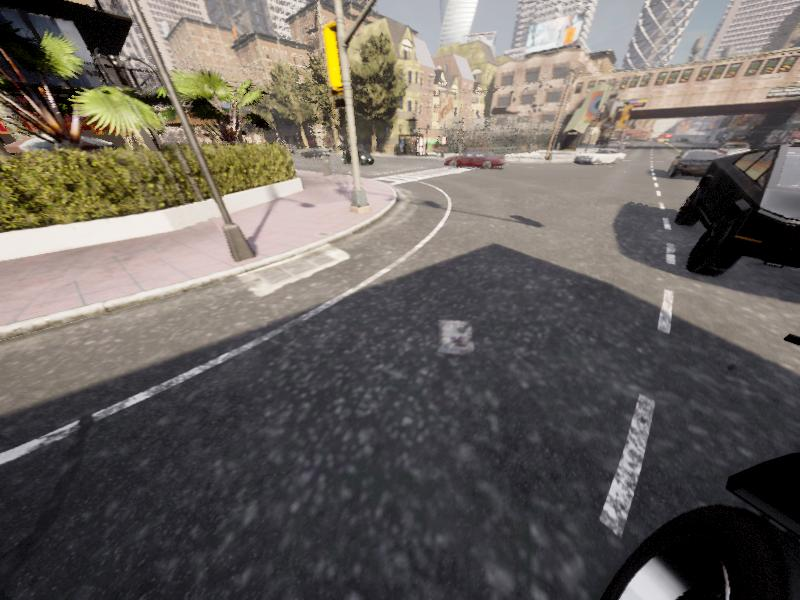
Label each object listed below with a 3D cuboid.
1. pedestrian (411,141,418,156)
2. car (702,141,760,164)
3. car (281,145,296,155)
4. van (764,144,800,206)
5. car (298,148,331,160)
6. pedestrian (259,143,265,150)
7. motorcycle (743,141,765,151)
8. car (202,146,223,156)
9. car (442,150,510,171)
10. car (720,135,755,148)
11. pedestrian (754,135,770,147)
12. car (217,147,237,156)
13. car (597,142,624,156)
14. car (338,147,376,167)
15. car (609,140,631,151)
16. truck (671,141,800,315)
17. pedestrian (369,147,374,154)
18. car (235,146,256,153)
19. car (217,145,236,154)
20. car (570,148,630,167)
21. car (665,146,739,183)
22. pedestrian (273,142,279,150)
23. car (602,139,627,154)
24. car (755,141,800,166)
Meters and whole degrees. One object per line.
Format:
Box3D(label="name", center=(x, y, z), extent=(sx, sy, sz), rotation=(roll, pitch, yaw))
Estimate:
Box3D(label="pedestrian", center=(2.235, -23.605, 35.938), extent=(0.751, 1.860, 0.751), rotation=(28, 44, 35))
Box3D(label="car", center=(32.586, -14.757, 22.975), extent=(2.242, 1.667, 4.611), rotation=(26, 43, 33))
Box3D(label="car", center=(-23.747, -32.007, 49.272), extent=(2.163, 1.488, 4.792), rotation=(-10, 36, -13))
Box3D(label="van", center=(17.076, -5.004, 8.558), extent=(1.988, 2.561, 5.915), rotation=(27, 43, 34))
Box3D(label="car", center=(-13.042, -22.305, 35.147), extent=(5.357, 1.411, 2.033), rotation=(26, 43, 33))
Box3D(label="pedestrian", center=(-41.329, -45.892, 69.009), extent=(0.751, 1.860, 0.751), rotation=(23, 41, 30))
Box3D(label="motorcycle", center=(57.156, -24.929, 37.322), extent=(2.356, 1.277, 0.764), rotation=(-12, 36, -15))
Box3D(label="car", center=(-43.416, -34.449, 53.371), extent=(5.027, 1.651, 2.152), rotation=(26, 43, 33))
Box3D(label="car", center=(6.806, -12.734, 20.918), extent=(5.357, 1.411, 2.033), rotation=(17, 39, 24))
Box3D(label="car", center=(66.440, -31.274, 45.601), extent=(2.435, 2.045, 5.566), rotation=(26, 43, 33))
Box3D(label="pedestrian", center=(67.561, -29.697, 43.154), extent=(0.751, 1.860, 0.751), rotation=(26, 43, 33))
Box3D(label="car", center=(-35.902, -30.794, 47.908), extent=(4.181, 1.385, 1.994), rotation=(26, 43, 33))
Box3D(label="car", center=(30.246, -21.678, 33.099), extent=(2.097, 1.535, 5.008), rotation=(26, 43, 33))
Box3D(label="car", center=(-4.708, -15.668, 25.221), extent=(3.988, 1.617, 1.851), rotation=(26, 43, 33))
Box3D(label="car", center=(41.600, -29.180, 43.619), extent=(2.231, 1.521, 4.892), rotation=(26, 43, 33))
Box3D(label="truck", center=(8.170, -2.005, 4.843), extent=(2.390, 2.098, 6.274), rotation=(26, 43, 34))
Box3D(label="pedestrian", center=(-5.128, -27.134, 41.850), extent=(0.500, 1.100, 0.500), rotation=(28, 44, 35))
Box3D(label="car", center=(-38.527, -37.485, 57.560), extent=(5.357, 1.411, 2.033), rotation=(23, 41, 30))
Box3D(label="car", center=(-42.163, -36.603, 56.186), extent=(4.856, 1.649, 2.033), rotation=(26, 43, 33))
Box3D(label="car", center=(19.062, -13.684, 22.081), extent=(4.718, 1.301, 1.895), rotation=(-14, 37, -18))
Box3D(label="car", center=(18.795, -8.748, 14.687), extent=(1.930, 1.638, 5.238), rotation=(26, 43, 33))
Box3D(label="pedestrian", center=(-34.914, -43.303, 65.134), extent=(0.751, 1.860, 0.751), rotation=(26, 43, 33))
Box3D(label="car", center=(34.411, -24.621, 37.012), extent=(2.185, 1.767, 4.553), rotation=(26, 43, 33))
Box3D(label="car", center=(34.805, -13.175, 20.685), extent=(2.033, 1.649, 4.856), rotation=(27, 43, 34))
